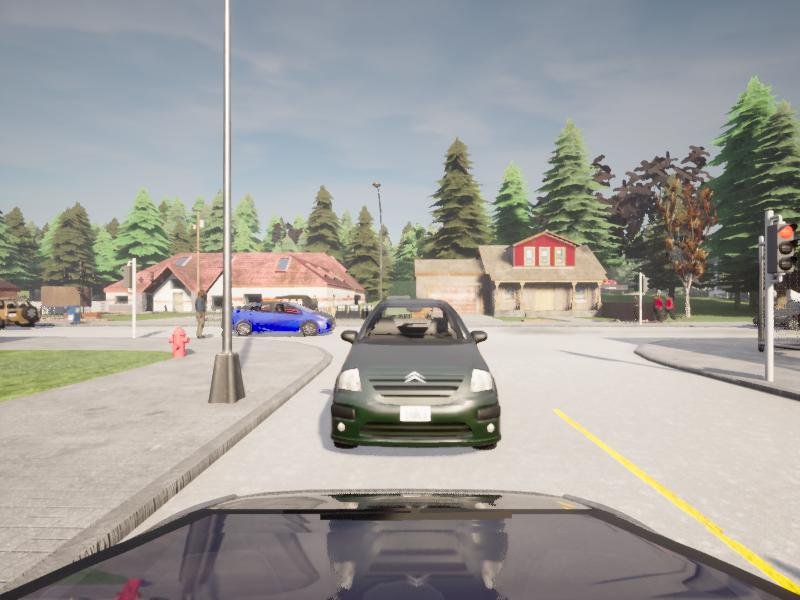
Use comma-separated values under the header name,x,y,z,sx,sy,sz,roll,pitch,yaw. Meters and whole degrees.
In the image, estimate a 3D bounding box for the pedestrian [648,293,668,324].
name,x,y,z,sx,sy,sz,roll,pitch,yaw
pedestrian,15.879,0.533,24.665,0.751,1.860,0.751,0,0,2

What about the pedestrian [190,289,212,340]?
name,x,y,z,sx,sy,sz,roll,pitch,yaw
pedestrian,-7.594,0.534,15.250,0.751,1.860,0.751,0,0,-28

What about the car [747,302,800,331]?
name,x,y,z,sx,sy,sz,roll,pitch,yaw
car,21.313,0.854,21.245,4.193,1.474,1.816,0,0,1

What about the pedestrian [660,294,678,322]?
name,x,y,z,sx,sy,sz,roll,pitch,yaw
pedestrian,17.810,0.533,26.493,0.751,1.860,0.751,0,0,1

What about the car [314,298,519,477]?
name,x,y,z,sx,sy,sz,roll,pitch,yaw
car,0.190,0.788,5.622,1.851,1.617,3.988,0,0,1

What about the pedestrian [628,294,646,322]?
name,x,y,z,sx,sy,sz,roll,pitch,yaw
pedestrian,15.683,0.533,26.516,0.751,1.860,0.751,0,0,1

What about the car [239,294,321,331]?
name,x,y,z,sx,sy,sz,roll,pitch,yaw
car,-6.451,0.647,21.763,3.866,1.878,1.905,0,0,3

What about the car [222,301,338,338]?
name,x,y,z,sx,sy,sz,roll,pitch,yaw
car,-5.208,0.829,17.824,4.514,1.525,2.007,0,0,1

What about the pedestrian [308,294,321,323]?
name,x,y,z,sx,sy,sz,roll,pitch,yaw
pedestrian,-5.507,0.533,25.747,0.751,1.860,0.751,0,0,-13

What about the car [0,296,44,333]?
name,x,y,z,sx,sy,sz,roll,pitch,yaw
car,-22.521,0.717,21.851,4.605,1.855,1.932,2,1,4
